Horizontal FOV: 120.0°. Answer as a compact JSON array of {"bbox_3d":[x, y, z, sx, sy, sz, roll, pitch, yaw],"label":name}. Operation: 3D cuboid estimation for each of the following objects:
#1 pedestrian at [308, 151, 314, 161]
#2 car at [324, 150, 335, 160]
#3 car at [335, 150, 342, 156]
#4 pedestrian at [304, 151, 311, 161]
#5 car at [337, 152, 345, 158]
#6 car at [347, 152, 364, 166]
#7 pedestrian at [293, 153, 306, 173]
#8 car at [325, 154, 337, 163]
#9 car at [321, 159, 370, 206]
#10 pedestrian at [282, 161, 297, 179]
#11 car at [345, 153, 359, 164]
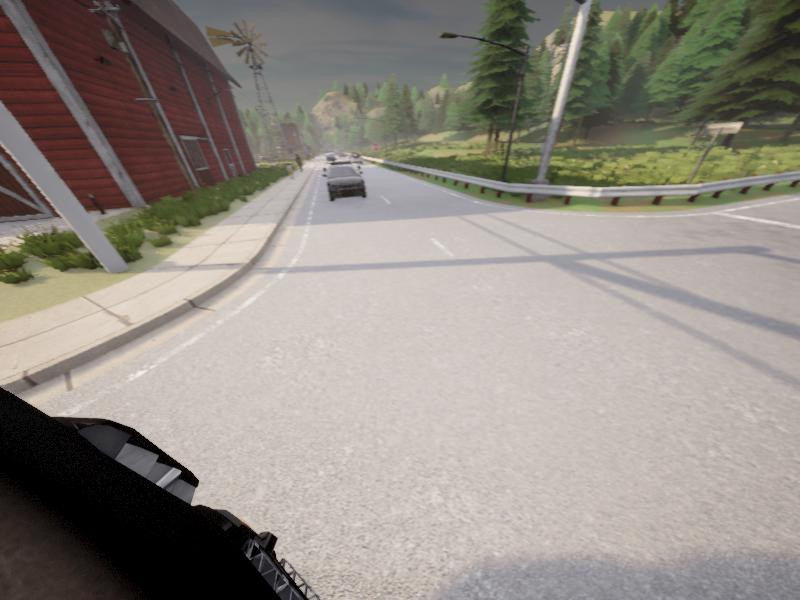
[{"bbox_3d":[-21.264,-34.554,55.375,0.751,1.860,0.751,-7,34,-7],"label":"pedestrian"},{"bbox_3d":[-18.719,-38.504,61.246,2.150,2.045,5.566,-11,34,-11],"label":"car"},{"bbox_3d":[-23.183,-54.965,86.468,2.097,1.767,4.553,-11,34,-11],"label":"car"},{"bbox_3d":[-21.110,-32.817,52.764,0.751,1.860,0.751,7,35,14],"label":"pedestrian"},{"bbox_3d":[-17.989,-44.268,70.402,1.994,1.385,4.181,-11,34,-11],"label":"car"},{"bbox_3d":[-6.937,-21.906,35.859,1.851,1.617,3.988,-11,34,-11],"label":"car"},{"bbox_3d":[-11.337,-15.509,26.081,0.751,1.860,0.751,-10,34,-11],"label":"pedestrian"},{"bbox_3d":[-13.802,-28.241,46.164,1.895,1.301,4.718,-11,34,-11],"label":"car"},{"bbox_3d":[-3.123,-6.680,12.733,1.930,1.638,5.238,-11,34,-11],"label":"car"},{"bbox_3d":[-9.716,-11.474,20.417,0.751,1.300,0.751,-8,34,-7],"label":"pedestrian"},{"bbox_3d":[-8.678,-25.376,41.337,1.812,1.442,4.674,-11,34,-11],"label":"car"}]
